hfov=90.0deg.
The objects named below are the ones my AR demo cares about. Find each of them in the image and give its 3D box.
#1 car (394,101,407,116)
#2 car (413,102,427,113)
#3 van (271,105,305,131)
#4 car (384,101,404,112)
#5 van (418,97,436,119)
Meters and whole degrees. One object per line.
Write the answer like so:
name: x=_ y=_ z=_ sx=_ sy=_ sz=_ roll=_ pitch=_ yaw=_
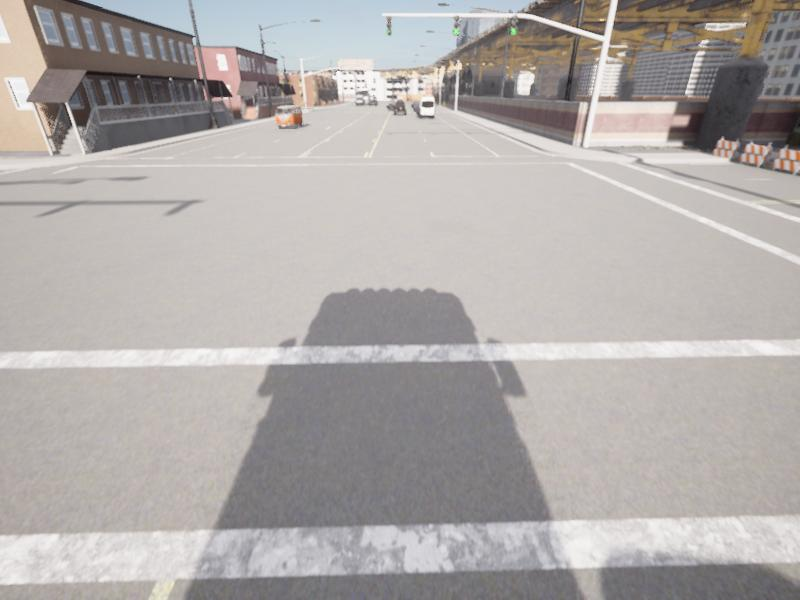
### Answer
car: x=0.031 y=-29.095 z=60.742 sx=1.905 sy=1.878 sz=3.866 roll=0 pitch=27 yaw=0
car: x=3.535 y=-34.448 z=71.647 sx=2.152 sy=1.651 sz=5.027 roll=0 pitch=27 yaw=0
van: x=-10.481 y=-17.275 z=37.828 sx=1.775 sy=1.987 sz=4.442 roll=0 pitch=27 yaw=0
car: x=-1.233 y=-36.221 z=74.767 sx=1.930 sy=1.638 sz=5.238 roll=-11 pitch=29 yaw=-20
van: x=3.530 y=-25.774 z=53.579 sx=1.988 sy=2.561 sz=5.915 roll=0 pitch=27 yaw=0
